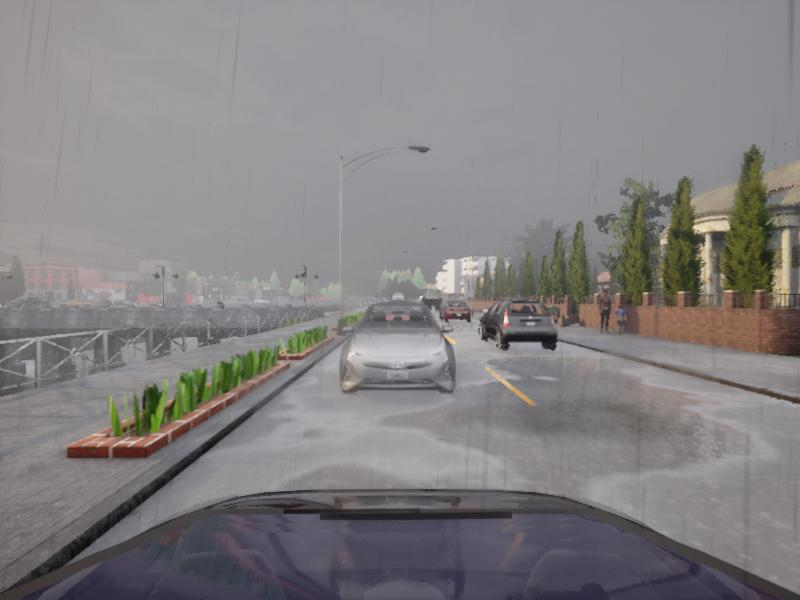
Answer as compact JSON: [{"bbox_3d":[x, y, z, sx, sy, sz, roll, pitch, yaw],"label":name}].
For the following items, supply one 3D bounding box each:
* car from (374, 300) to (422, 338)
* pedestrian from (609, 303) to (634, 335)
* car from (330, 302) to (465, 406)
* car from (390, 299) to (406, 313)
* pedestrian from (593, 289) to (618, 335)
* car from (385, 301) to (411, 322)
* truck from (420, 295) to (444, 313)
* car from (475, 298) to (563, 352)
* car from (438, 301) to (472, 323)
[{"bbox_3d":[-0.087,0.782,18.769,2.007,1.525,4.514,0,0,0],"label":"car"},{"bbox_3d":[9.188,0.772,16.603,0.751,1.300,0.751,0,0,43],"label":"pedestrian"},{"bbox_3d":[-0.041,0.807,8.191,2.007,1.525,4.514,0,0,0],"label":"car"},{"bbox_3d":[-0.225,0.707,48.431,1.882,1.535,5.008,0,0,0],"label":"car"},{"bbox_3d":[8.646,0.491,16.846,0.751,1.860,0.751,0,0,11],"label":"pedestrian"},{"bbox_3d":[-0.145,0.783,29.343,1.816,1.474,4.193,0,0,0],"label":"car"},{"bbox_3d":[3.774,0.425,48.833,2.390,2.098,6.274,0,0,0],"label":"truck"},{"bbox_3d":[3.930,0.753,13.939,1.851,1.617,3.988,0,0,0],"label":"car"},{"bbox_3d":[3.862,0.785,28.505,1.816,1.474,4.193,0,0,0],"label":"car"}]
